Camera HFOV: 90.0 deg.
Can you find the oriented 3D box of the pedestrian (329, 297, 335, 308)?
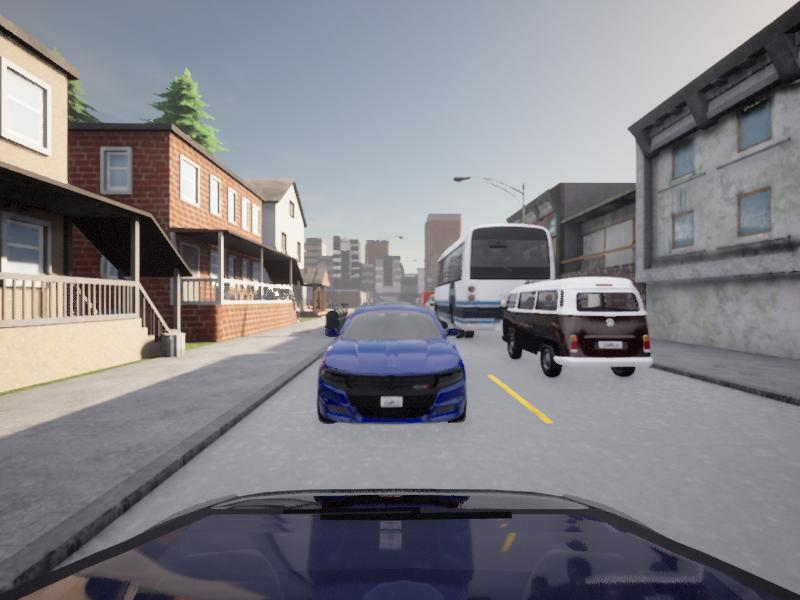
[{"bbox_3d":[-11.689,0.494,68.541,0.751,1.860,0.751,0,0,36],"label":"pedestrian"}]

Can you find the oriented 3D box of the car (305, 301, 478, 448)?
[{"bbox_3d":[-0.127,0.819,6.859,1.882,1.535,5.008,0,0,-1],"label":"car"}]

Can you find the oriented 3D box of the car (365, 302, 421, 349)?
[{"bbox_3d":[-0.265,0.836,15.366,1.837,1.490,4.892,0,0,-1],"label":"car"}]

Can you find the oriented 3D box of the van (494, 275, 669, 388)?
[{"bbox_3d":[3.832,0.566,9.510,2.069,2.038,4.480,0,0,-1],"label":"van"}]

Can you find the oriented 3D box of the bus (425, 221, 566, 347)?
[{"bbox_3d":[3.562,-0.545,18.620,3.944,4.253,10.273,0,0,-1],"label":"bus"}]

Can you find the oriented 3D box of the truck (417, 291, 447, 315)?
[{"bbox_3d":[3.395,0.332,43.297,2.627,2.467,5.204,0,0,-3],"label":"truck"}]

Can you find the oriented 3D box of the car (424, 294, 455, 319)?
[{"bbox_3d":[3.424,0.548,35.830,2.150,2.045,5.566,0,0,-1],"label":"car"}]

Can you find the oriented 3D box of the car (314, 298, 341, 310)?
[{"bbox_3d":[-11.191,0.609,61.897,3.866,1.878,1.905,0,0,-2],"label":"car"}]

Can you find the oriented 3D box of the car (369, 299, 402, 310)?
[{"bbox_3d":[-2.242,0.742,62.935,4.856,1.649,2.033,0,1,-17],"label":"car"}]
